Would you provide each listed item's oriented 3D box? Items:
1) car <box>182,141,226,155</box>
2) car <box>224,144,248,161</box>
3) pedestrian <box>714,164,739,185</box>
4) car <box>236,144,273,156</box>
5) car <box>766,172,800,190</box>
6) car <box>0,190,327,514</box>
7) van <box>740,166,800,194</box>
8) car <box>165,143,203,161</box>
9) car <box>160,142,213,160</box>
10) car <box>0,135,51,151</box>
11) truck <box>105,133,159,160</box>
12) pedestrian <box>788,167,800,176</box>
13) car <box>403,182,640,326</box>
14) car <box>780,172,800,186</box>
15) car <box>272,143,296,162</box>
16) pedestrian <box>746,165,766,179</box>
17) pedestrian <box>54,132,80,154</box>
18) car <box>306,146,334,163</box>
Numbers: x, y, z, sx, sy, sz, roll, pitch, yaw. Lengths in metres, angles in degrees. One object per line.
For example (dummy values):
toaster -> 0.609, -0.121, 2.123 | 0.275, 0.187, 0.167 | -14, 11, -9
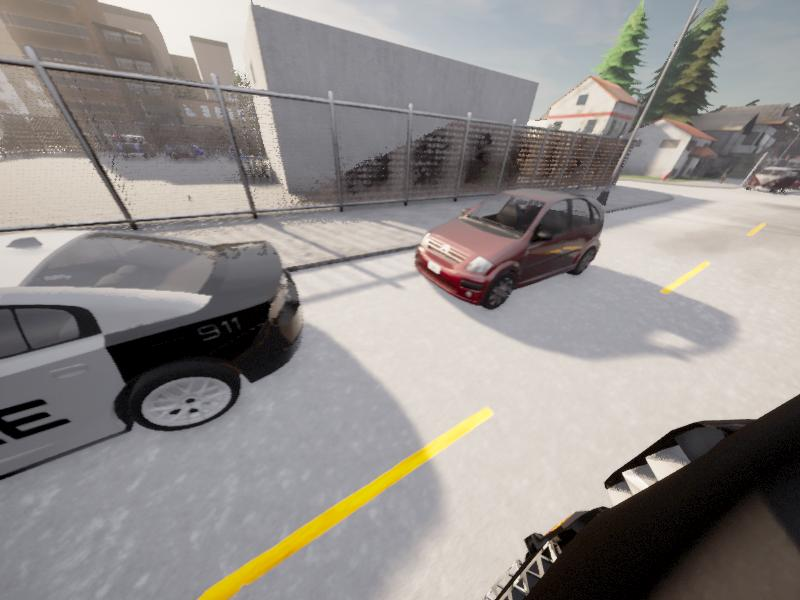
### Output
car -> -30.071, -23.456, 35.692 | 4.902, 1.511, 2.128 | -17, 38, -27
car -> -19.444, -17.560, 27.445 | 1.845, 1.501, 3.633 | -16, 38, -26
pedestrian -> 35.714, -13.724, 25.268 | 0.751, 1.860, 0.751 | -18, 39, -28
car -> -24.300, -25.111, 38.616 | 4.892, 1.490, 1.837 | -17, 38, -27
car -> 43.859, -13.444, 25.968 | 4.514, 1.525, 2.007 | -16, 38, -26
car -> -3.514, 0.395, 1.613 | 5.238, 1.638, 1.930 | -17, 38, -27
van -> 34.238, -11.000, 21.179 | 4.442, 1.987, 1.775 | -11, 36, -20
car -> -23.260, -16.120, 25.115 | 2.033, 1.415, 5.357 | -16, 38, -26
car -> -22.981, -16.158, 25.063 | 3.705, 1.547, 1.789 | -16, 38, -26
car -> -46.833, -19.477, 28.598 | 2.033, 1.411, 5.357 | -16, 38, -26
truck -> -26.737, -15.458, 23.303 | 2.069, 2.038, 4.478 | -16, 38, -26
pedestrian -> 90.872, -29.544, 53.046 | 0.751, 1.860, 0.751 | 5, 34, 3
car -> 2.281, -1.248, 4.535 | 3.988, 1.617, 1.851 | -17, 38, -26
car -> 54.073, -16.384, 31.274 | 4.181, 1.385, 1.994 | -16, 38, -26
car -> -14.564, -18.539, 28.965 | 1.905, 1.878, 3.866 | -16, 38, -26
pedestrian -> 57.254, -20.577, 37.137 | 0.751, 1.860, 0.751 | -11, 36, -20
pedestrian -> -34.826, -16.404, 24.192 | 0.751, 1.860, 0.751 | -23, 41, -33
car -> -10.750, -19.413, 30.746 | 2.242, 1.667, 4.611 | -16, 38, -26
